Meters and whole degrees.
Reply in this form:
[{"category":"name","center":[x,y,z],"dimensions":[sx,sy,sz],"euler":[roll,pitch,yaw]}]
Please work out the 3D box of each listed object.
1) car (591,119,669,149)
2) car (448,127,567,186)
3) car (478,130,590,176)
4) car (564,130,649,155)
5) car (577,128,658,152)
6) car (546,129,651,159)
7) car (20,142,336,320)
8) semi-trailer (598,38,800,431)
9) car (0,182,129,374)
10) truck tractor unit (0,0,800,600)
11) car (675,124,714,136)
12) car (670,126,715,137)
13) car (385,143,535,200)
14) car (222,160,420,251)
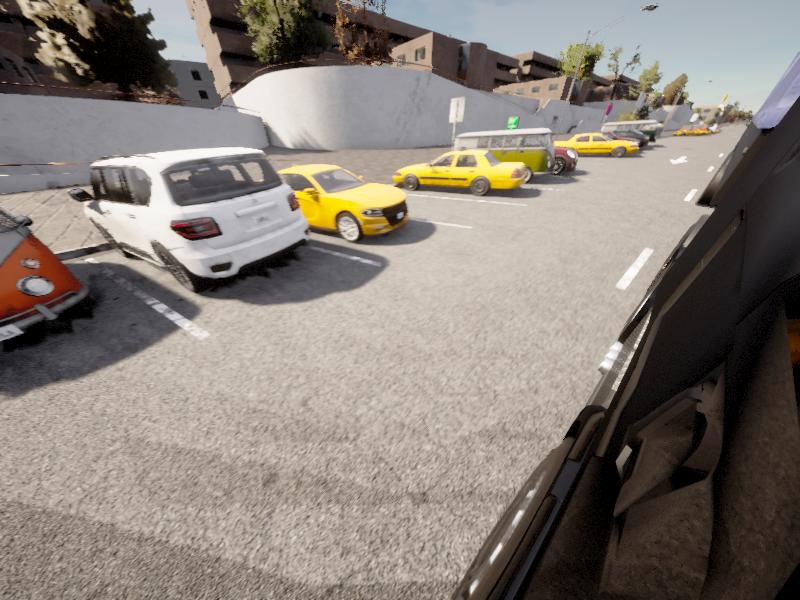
[{"category":"car","center":[20.721,-15.122,21.163],"dimensions":[4.442,1.987,1.878],"euler":[17,40,25]},{"category":"car","center":[4.764,-6.676,10.739],"dimensions":[4.442,1.987,1.878],"euler":[17,40,25]},{"category":"car","center":[6.920,-7.839,12.349],"dimensions":[4.553,1.767,2.185],"euler":[17,40,25]},{"category":"car","center":[16.071,-12.524,18.391],"dimensions":[4.674,1.452,2.002],"euler":[17,40,25]},{"category":"car","center":[18.351,-13.726,19.873],"dimensions":[4.674,1.452,2.002],"euler":[17,41,25]},{"category":"car","center":[13.952,-11.304,16.796],"dimensions":[5.366,1.575,1.946],"euler":[17,40,25]},{"category":"car","center":[-4.482,-1.894,4.829],"dimensions":[5.566,2.045,2.435],"euler":[17,41,25]},{"category":"semi-trailer","center":[8.697,-3.589,4.254],"dimensions":[14.254,4.402,2.717],"euler":[-28,43,-30]},{"category":"car","center":[-6.632,-0.622,3.307],"dimensions":[4.442,1.987,1.878],"euler":[17,40,26]},{"category":"truck tractor unit","center":[2.645,-0.295,0.351],"dimensions":[6.516,4.208,3.053],"euler":[-28,44,-30]},{"category":"car","center":[63.062,-36.417,49.595],"dimensions":[4.442,1.987,1.878],"euler":[17,39,25]},{"category":"car","center":[60.842,-35.065,48.162],"dimensions":[5.366,1.575,1.946],"euler":[17,39,25]},{"category":"car","center":[2.229,-5.362,9.503],"dimensions":[5.366,1.575,1.946],"euler":[17,41,25]},{"category":"car","center":[-2.169,-2.900,6.457],"dimensions":[5.008,1.535,2.097],"euler":[17,40,25]}]
